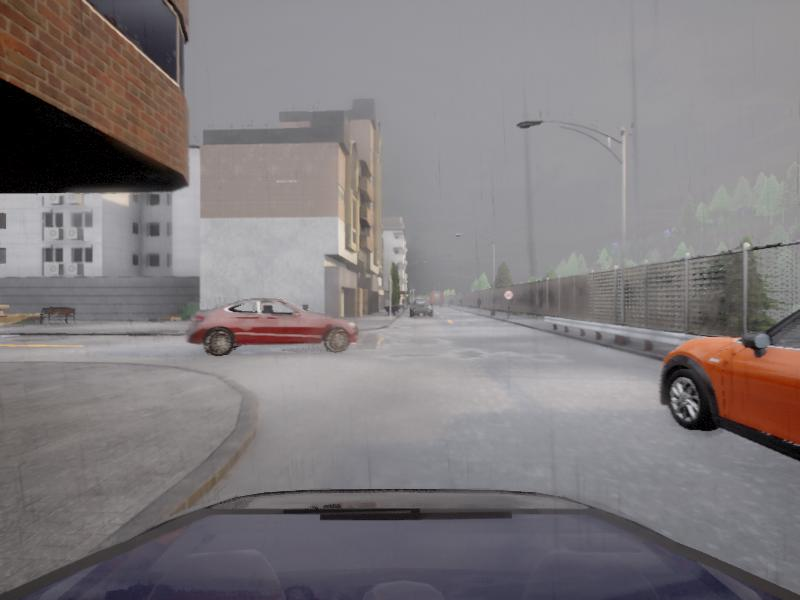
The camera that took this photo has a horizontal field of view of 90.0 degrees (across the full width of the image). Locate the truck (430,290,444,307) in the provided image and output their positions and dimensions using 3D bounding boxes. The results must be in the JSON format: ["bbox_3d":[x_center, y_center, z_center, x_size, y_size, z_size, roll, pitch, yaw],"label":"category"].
[{"bbox_3d":[8.651,-0.327,94.905,2.891,3.827,8.468,0,0,3],"label":"truck"}]

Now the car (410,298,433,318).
[{"bbox_3d":[2.007,0.694,37.582,2.097,1.767,4.553,0,0,3],"label":"car"}]

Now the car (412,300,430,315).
[{"bbox_3d":[2.333,0.801,44.690,1.801,1.575,5.366,0,0,3],"label":"car"}]

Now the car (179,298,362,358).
[{"bbox_3d":[-3.840,0.781,12.575,5.027,1.651,2.152,0,0,-12],"label":"car"}]

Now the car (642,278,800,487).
[{"bbox_3d":[4.432,0.695,3.432,2.097,1.767,4.553,0,0,3],"label":"car"}]
